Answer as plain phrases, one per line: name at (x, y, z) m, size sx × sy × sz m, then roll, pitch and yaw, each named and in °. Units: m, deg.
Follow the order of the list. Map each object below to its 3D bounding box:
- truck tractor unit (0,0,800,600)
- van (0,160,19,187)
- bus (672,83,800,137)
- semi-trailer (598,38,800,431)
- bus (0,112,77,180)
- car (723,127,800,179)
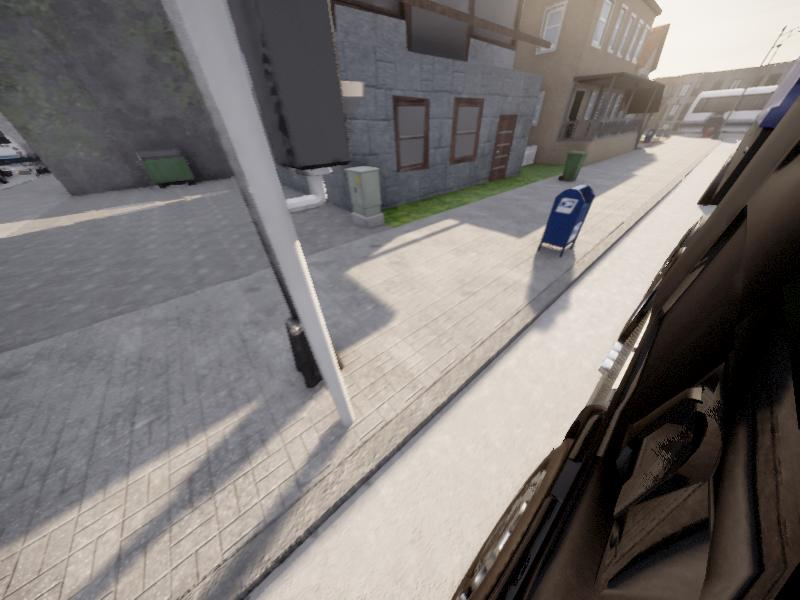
truck tractor unit at (2.645, -0.295, 0.351) m, size 6.516 × 4.208 × 3.053 m, roll -28°, pitch 44°, yaw -30°
van at (-28.057, -8.362, 14.862) m, size 2.069 × 2.038 × 4.480 m, roll -28°, pitch 44°, yaw -30°
bus at (39.021, -20.833, 25.635) m, size 3.944 × 4.253 × 10.273 m, roll -28°, pitch 44°, yaw -30°
semi-trailer at (8.713, -3.583, 4.229) m, size 14.254 × 4.402 × 2.717 m, roll -28°, pitch 43°, yaw -30°
bus at (-34.845, -13.748, 20.640) m, size 3.944 × 4.253 × 10.273 m, roll -28°, pitch 44°, yaw -30°
car at (16.778, -6.715, 10.356) m, size 4.514 × 1.525 × 2.007 m, roll -28°, pitch 44°, yaw -30°
